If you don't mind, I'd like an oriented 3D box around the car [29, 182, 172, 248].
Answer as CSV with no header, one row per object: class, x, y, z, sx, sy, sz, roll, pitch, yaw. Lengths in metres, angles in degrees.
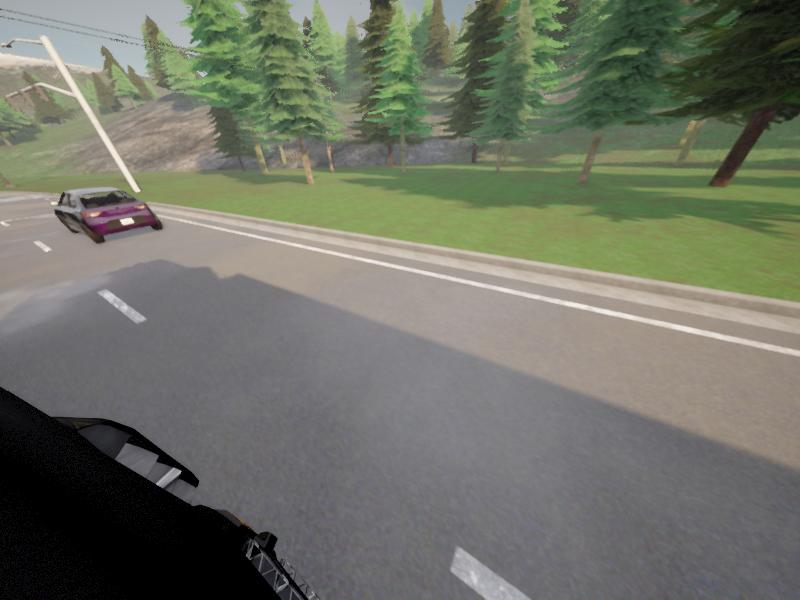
car,-10.453,-3.149,8.096,4.193,1.474,1.816,15,38,25
